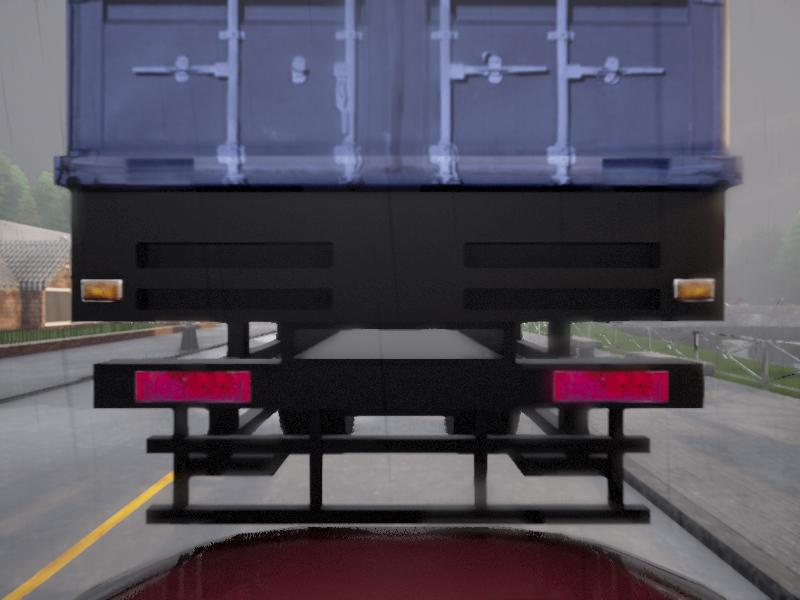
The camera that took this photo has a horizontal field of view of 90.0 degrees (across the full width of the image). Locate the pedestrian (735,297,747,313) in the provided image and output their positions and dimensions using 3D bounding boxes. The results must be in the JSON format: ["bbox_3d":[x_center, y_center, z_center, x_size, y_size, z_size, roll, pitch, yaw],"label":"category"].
[{"bbox_3d":[38.894,0.551,45.673,0.751,1.860,0.751,0,0,7],"label":"pedestrian"}]

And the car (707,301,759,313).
[{"bbox_3d":[42.287,0.847,50.888,4.974,1.542,2.038,0,0,0],"label":"car"}]

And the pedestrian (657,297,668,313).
[{"bbox_3d":[29.863,0.553,45.526,0.751,1.860,0.751,0,0,1],"label":"pedestrian"}]

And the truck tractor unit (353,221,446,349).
[{"bbox_3d":[-0.011,-0.496,16.451,3.053,4.208,6.516,0,0,0],"label":"truck tractor unit"}]

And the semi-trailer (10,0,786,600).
[{"bbox_3d":[-0.007,-0.616,8.534,2.717,4.402,14.254,0,0,0],"label":"semi-trailer"}]
